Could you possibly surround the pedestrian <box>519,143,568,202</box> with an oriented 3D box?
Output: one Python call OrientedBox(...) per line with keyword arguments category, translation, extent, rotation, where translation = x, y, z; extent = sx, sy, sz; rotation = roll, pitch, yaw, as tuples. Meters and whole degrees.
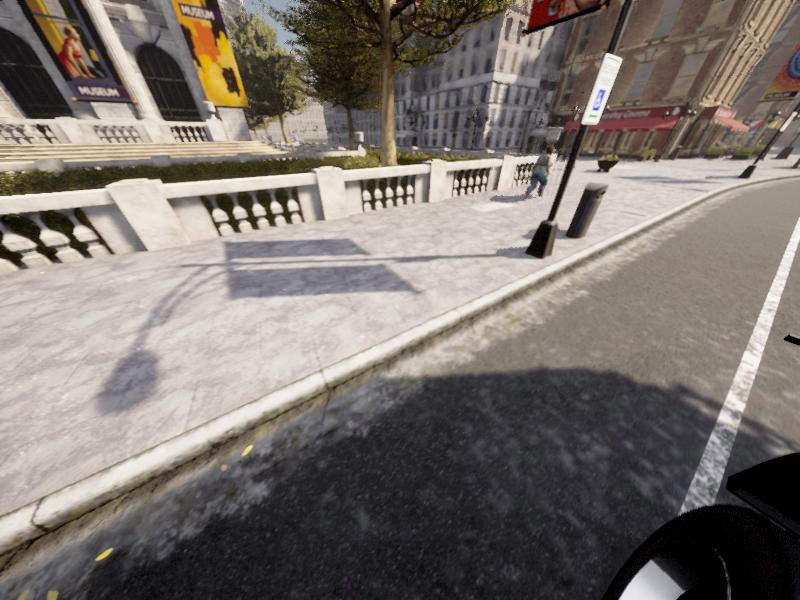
OrientedBox(category="pedestrian", translation=(5.379, -4.833, 8.785), extent=(0.751, 1.860, 0.751), rotation=(-15, 38, -19))
